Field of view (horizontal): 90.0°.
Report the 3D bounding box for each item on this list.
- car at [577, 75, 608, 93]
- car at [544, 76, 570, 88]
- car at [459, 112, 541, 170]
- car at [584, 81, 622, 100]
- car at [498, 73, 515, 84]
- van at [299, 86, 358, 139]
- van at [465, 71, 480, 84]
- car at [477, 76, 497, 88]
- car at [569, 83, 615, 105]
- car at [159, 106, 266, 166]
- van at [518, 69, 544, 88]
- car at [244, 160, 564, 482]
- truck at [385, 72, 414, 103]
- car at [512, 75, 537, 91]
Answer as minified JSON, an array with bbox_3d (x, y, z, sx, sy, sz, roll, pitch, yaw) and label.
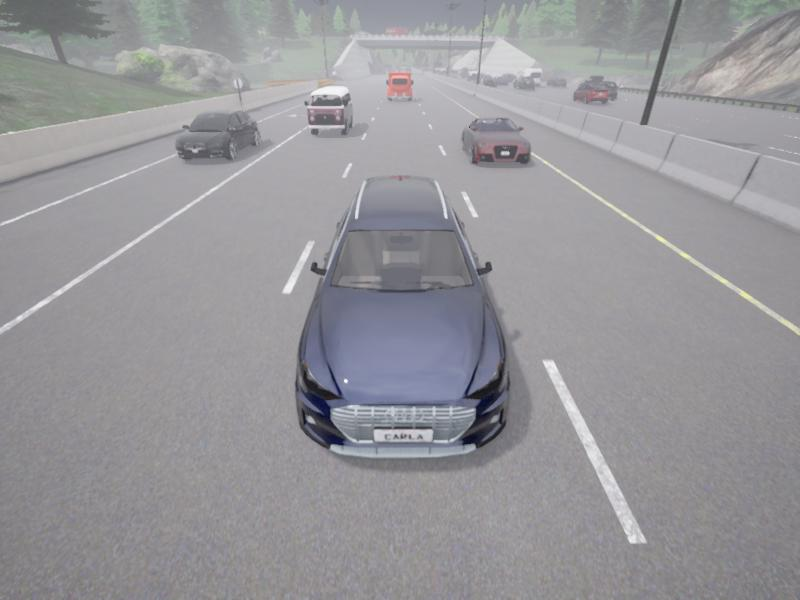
[{"bbox_3d":[24.479,-27.484,50.938,1.905,1.878,3.866,0,31,0],"label":"car"},{"bbox_3d":[24.473,-34.042,62.485,2.128,1.511,4.902,0,30,0],"label":"car"},{"bbox_3d":[3.495,-6.037,14.905,1.994,1.385,4.181,0,30,0],"label":"car"},{"bbox_3d":[20.986,-21.830,41.581,1.851,1.617,3.988,0,30,0],"label":"car"},{"bbox_3d":[20.964,-43.701,78.915,2.242,1.667,4.611,0,30,0],"label":"car"},{"bbox_3d":[-3.477,-9.680,20.447,2.069,2.038,4.480,0,30,0],"label":"van"},{"bbox_3d":[13.965,-42.986,77.202,2.069,2.038,4.480,0,30,0],"label":"van"},{"bbox_3d":[13.972,-35.146,64.345,2.038,1.542,4.974,0,30,0],"label":"car"},{"bbox_3d":[17.477,-18.902,36.671,2.007,1.525,4.514,0,30,0],"label":"car"},{"bbox_3d":[-7.001,-6.542,15.639,1.837,1.490,4.892,0,30,0],"label":"car"},{"bbox_3d":[20.976,-35.693,64.282,1.988,2.561,5.915,0,30,0],"label":"van"},{"bbox_3d":[0.013,-0.408,5.057,2.033,1.649,4.856,0,30,0],"label":"car"},{"bbox_3d":[-0.014,-20.606,38.639,2.627,2.467,5.204,0,30,0],"label":"truck"},{"bbox_3d":[17.475,-30.617,56.371,2.097,1.767,4.553,0,31,0],"label":"car"}]
